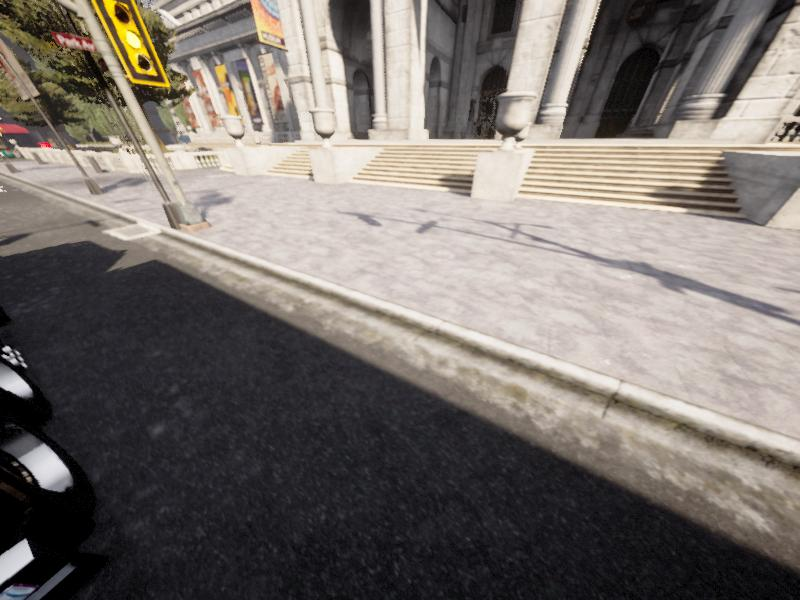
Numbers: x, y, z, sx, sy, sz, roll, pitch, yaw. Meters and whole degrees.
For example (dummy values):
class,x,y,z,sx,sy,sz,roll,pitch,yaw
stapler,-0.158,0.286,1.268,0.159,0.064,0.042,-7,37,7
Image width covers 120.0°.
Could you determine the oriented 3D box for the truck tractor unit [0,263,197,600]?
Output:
class,x,y,z,sx,sy,sz,roll,pitch,yaw
truck tractor unit,-5.110,-0.302,0.783,6.516,4.208,3.053,18,39,24
